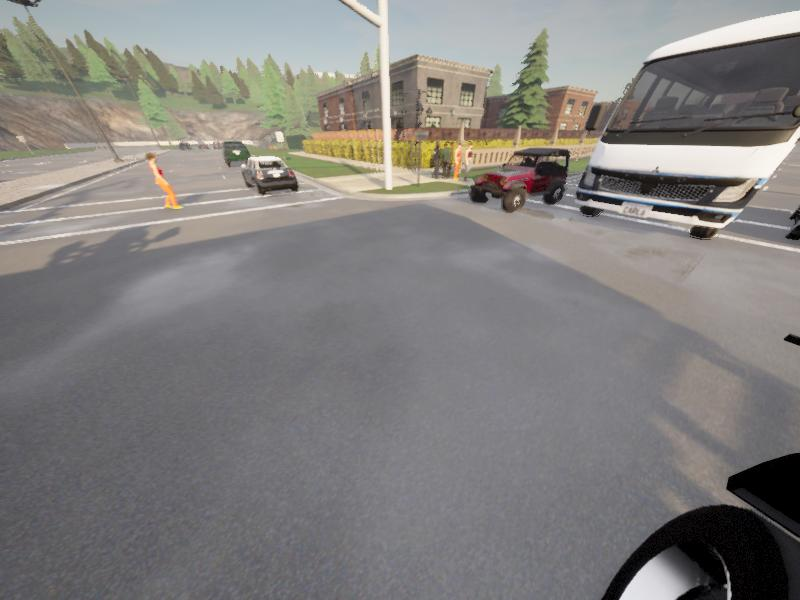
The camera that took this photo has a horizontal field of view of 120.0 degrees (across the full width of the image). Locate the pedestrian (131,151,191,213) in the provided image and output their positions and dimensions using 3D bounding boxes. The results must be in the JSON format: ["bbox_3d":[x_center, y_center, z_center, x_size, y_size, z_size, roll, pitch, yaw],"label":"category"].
[{"bbox_3d":[-8.628,-4.283,8.395,0.751,1.860,0.751,29,45,35],"label":"pedestrian"}]

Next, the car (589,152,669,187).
[{"bbox_3d":[13.680,-7.907,13.805,4.181,1.385,1.994,-22,41,-27],"label":"car"}]

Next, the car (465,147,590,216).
[{"bbox_3d":[4.778,-4.714,8.906,3.866,1.878,1.905,-18,39,-23],"label":"car"}]

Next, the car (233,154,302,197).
[{"bbox_3d":[-6.911,-6.573,12.002,1.970,1.475,3.806,-25,42,-31],"label":"car"}]

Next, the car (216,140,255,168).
[{"bbox_3d":[-16.303,-14.497,22.820,2.150,2.045,5.566,-22,41,-28],"label":"car"}]

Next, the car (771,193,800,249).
[{"bbox_3d":[12.022,-2.360,5.832,4.902,1.511,2.128,-22,41,-28],"label":"car"}]

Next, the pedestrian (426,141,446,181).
[{"bbox_3d":[2.064,-8.004,13.312,0.751,1.860,0.751,22,41,28],"label":"pedestrian"}]

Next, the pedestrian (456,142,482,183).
[{"bbox_3d":[3.708,-7.424,12.476,0.751,1.860,0.751,30,45,35],"label":"pedestrian"}]

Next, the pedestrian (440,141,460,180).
[{"bbox_3d":[2.895,-8.080,13.414,0.751,1.860,0.751,15,38,20],"label":"pedestrian"}]

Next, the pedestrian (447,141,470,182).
[{"bbox_3d":[3.233,-7.744,12.933,0.751,1.860,0.751,25,42,31],"label":"pedestrian"}]

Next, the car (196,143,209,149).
[{"bbox_3d":[-50.973,-39.787,59.612,1.895,1.301,4.718,-20,40,-26],"label":"car"}]

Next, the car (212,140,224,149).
[{"bbox_3d":[-49.419,-42.329,62.785,2.097,1.767,4.553,-19,39,-24],"label":"car"}]

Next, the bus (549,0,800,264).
[{"bbox_3d":[10.194,-5.120,7.389,10.273,4.253,3.944,-22,41,-28],"label":"bus"}]

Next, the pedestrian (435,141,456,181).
[{"bbox_3d":[2.553,-7.879,13.132,0.751,1.860,0.751,-11,36,-14],"label":"pedestrian"}]
